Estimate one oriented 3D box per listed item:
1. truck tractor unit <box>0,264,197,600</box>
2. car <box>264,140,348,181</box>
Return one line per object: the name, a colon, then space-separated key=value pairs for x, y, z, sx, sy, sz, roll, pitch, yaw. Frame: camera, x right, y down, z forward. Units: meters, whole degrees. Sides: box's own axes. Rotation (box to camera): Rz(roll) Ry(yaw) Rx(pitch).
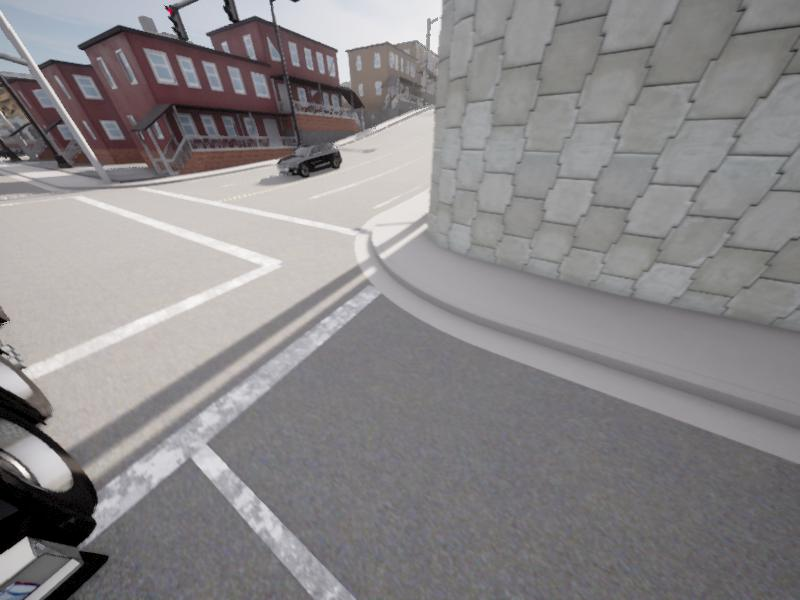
truck tractor unit: x=-5.111 y=-0.302 z=0.776 sx=6.516 sy=4.208 sz=3.053 roll=18 pitch=39 yaw=24
car: x=-5.995 y=-9.503 z=15.511 sx=2.033 sy=1.649 sz=4.856 roll=18 pitch=44 yaw=24
